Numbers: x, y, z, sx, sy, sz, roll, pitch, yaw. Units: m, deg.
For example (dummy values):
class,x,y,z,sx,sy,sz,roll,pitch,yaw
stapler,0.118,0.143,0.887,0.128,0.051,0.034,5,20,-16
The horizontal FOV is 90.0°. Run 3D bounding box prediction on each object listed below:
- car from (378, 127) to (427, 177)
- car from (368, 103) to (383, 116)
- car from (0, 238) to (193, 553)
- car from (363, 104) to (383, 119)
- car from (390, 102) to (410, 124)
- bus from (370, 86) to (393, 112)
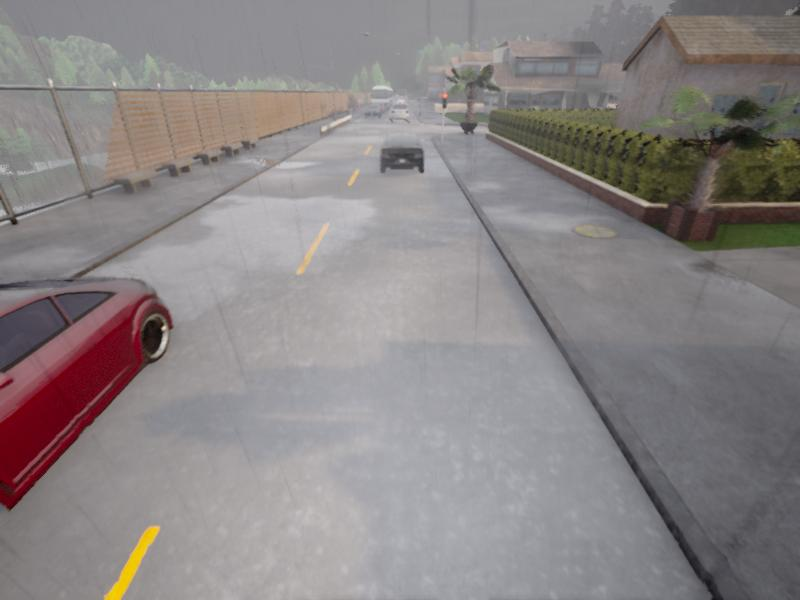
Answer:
class,x,y,z,sx,sy,sz,roll,pitch,yaw
car,0.100,-6.789,18.053,1.882,1.535,5.008,0,27,0
car,-3.674,-29.349,61.615,2.033,1.649,4.856,0,27,0
car,-3.977,0.783,3.597,1.994,1.385,4.181,0,27,0
car,-3.690,-26.184,55.499,2.152,1.651,5.027,1,27,2
car,-0.047,-22.102,47.130,2.150,2.045,5.566,-1,28,-1
bus,-3.467,-39.212,77.832,3.944,4.253,10.273,0,27,0
